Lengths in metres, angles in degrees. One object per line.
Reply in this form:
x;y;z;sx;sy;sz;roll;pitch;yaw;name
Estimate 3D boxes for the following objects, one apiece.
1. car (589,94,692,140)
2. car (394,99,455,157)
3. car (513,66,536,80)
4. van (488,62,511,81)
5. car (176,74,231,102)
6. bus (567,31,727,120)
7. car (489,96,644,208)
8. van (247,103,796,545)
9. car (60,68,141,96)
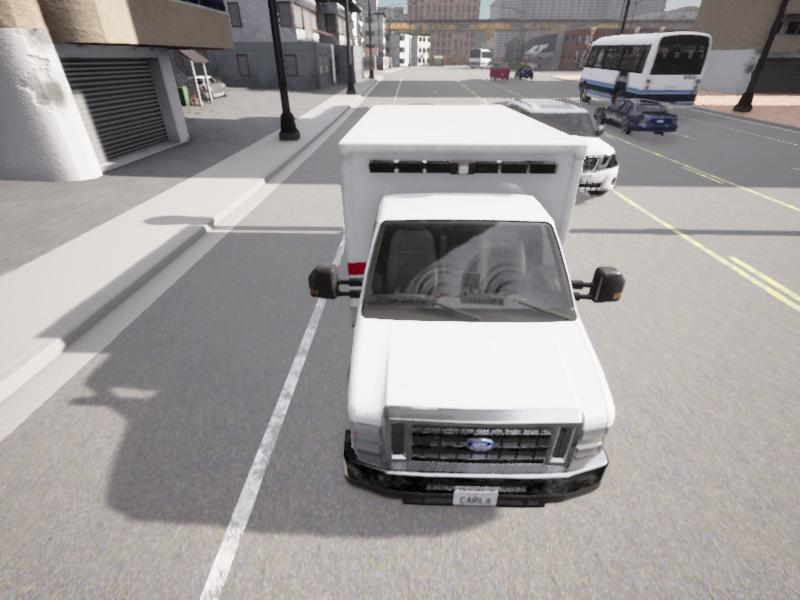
11.518;-9.138;19.749;2.033;1.411;5.357;1;32;1;car
0.922;-7.276;16.622;2.128;1.511;4.902;1;31;1;car
15.964;-29.205;51.417;1.845;1.501;3.633;1;32;1;car
12.426;-28.633;50.063;1.775;1.987;4.442;1;32;1;van
-14.182;-15.486;29.155;1.970;1.475;3.806;1;32;1;car
15.111;-14.887;26.229;3.944;4.253;10.273;1;32;1;bus
4.289;-4.577;11.658;2.150;2.045;5.566;0;31;1;car
0.587;-0.878;5.083;2.351;2.431;6.366;1;31;1;van
-22.250;-16.466;30.061;2.152;1.636;5.027;1;31;1;car
